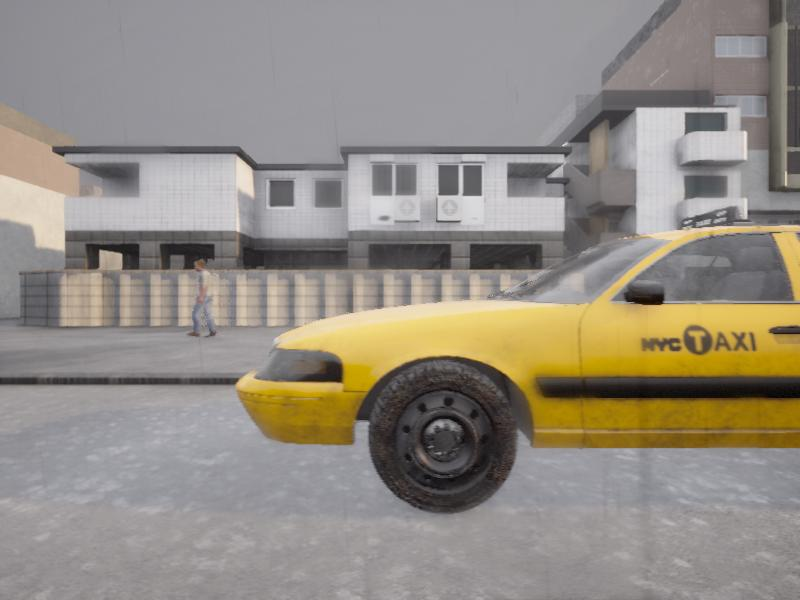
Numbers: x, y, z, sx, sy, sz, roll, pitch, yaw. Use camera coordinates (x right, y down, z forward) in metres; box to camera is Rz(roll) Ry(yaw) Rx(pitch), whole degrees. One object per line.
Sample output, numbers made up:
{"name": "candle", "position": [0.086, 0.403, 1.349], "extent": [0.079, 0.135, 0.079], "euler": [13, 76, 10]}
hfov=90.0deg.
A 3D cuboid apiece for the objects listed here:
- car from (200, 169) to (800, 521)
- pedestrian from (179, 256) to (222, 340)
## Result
{"name": "car", "position": [1.787, 0.201, 2.694], "extent": [5.366, 1.575, 1.801], "euler": [0, 0, 0]}
{"name": "pedestrian", "position": [-4.615, -0.053, 9.308], "extent": [0.751, 1.860, 0.751], "euler": [0, 0, -15]}
